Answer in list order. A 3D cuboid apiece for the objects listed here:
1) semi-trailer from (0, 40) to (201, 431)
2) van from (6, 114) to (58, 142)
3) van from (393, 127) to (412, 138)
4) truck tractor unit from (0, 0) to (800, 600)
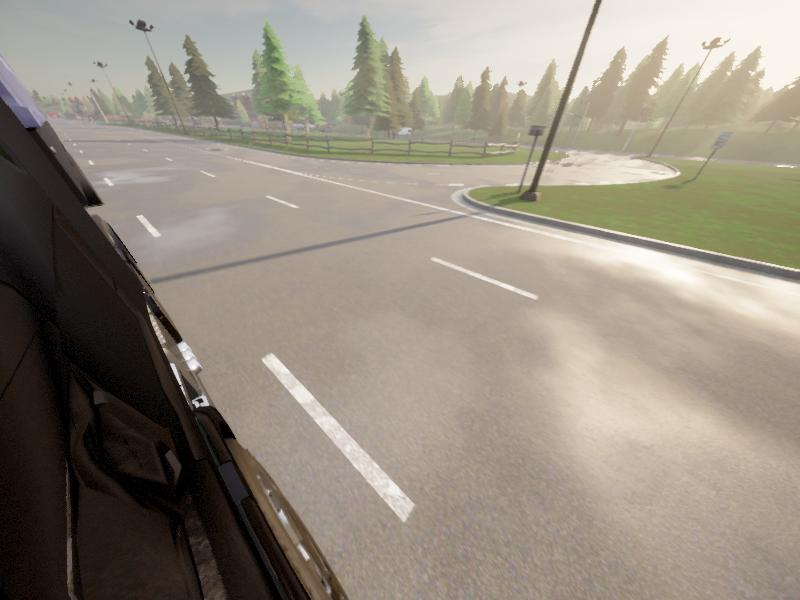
[{"bbox_3d":[-8.703,-3.580,4.253,14.254,4.402,2.717,28,43,30],"label":"semi-trailer"},{"bbox_3d":[-34.550,-16.237,21.810,4.442,1.987,1.775,28,43,30],"label":"van"},{"bbox_3d":[0.792,-53.350,73.586,5.915,2.561,1.988,28,43,30],"label":"van"},{"bbox_3d":[-2.645,-0.295,0.351,6.516,4.208,3.053,28,44,30],"label":"truck tractor unit"}]
